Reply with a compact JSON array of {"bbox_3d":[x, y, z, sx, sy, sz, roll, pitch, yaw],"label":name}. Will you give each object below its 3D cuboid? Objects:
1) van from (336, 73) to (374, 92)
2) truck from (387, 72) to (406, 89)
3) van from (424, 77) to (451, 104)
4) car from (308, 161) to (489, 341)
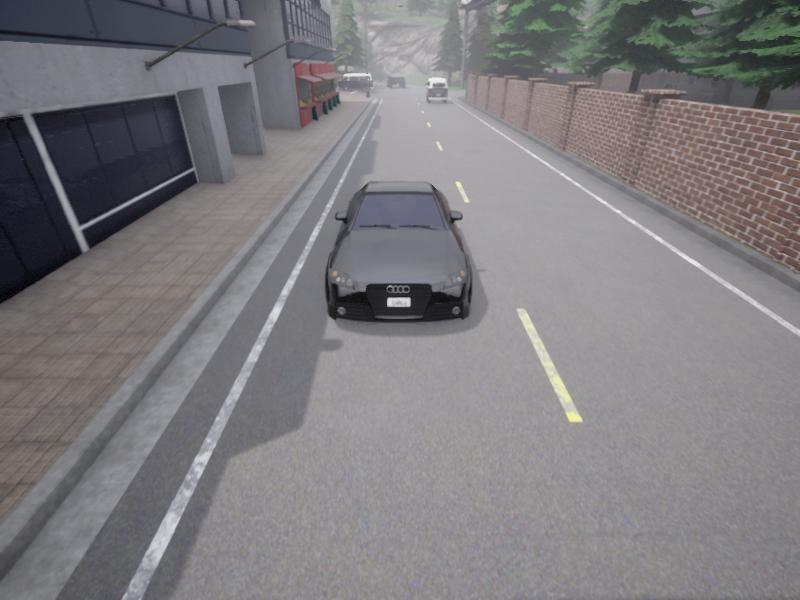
[{"bbox_3d":[-5.600,-27.422,50.486,4.480,2.038,2.069,-1,30,-1],"label":"van"},{"bbox_3d":[-0.594,-34.417,62.645,2.390,2.098,6.274,-3,31,-6],"label":"truck"},{"bbox_3d":[3.450,-19.743,37.664,2.069,2.038,4.480,0,30,0],"label":"van"},{"bbox_3d":[-0.018,-1.134,6.567,1.994,1.385,4.181,0,30,0],"label":"car"}]
